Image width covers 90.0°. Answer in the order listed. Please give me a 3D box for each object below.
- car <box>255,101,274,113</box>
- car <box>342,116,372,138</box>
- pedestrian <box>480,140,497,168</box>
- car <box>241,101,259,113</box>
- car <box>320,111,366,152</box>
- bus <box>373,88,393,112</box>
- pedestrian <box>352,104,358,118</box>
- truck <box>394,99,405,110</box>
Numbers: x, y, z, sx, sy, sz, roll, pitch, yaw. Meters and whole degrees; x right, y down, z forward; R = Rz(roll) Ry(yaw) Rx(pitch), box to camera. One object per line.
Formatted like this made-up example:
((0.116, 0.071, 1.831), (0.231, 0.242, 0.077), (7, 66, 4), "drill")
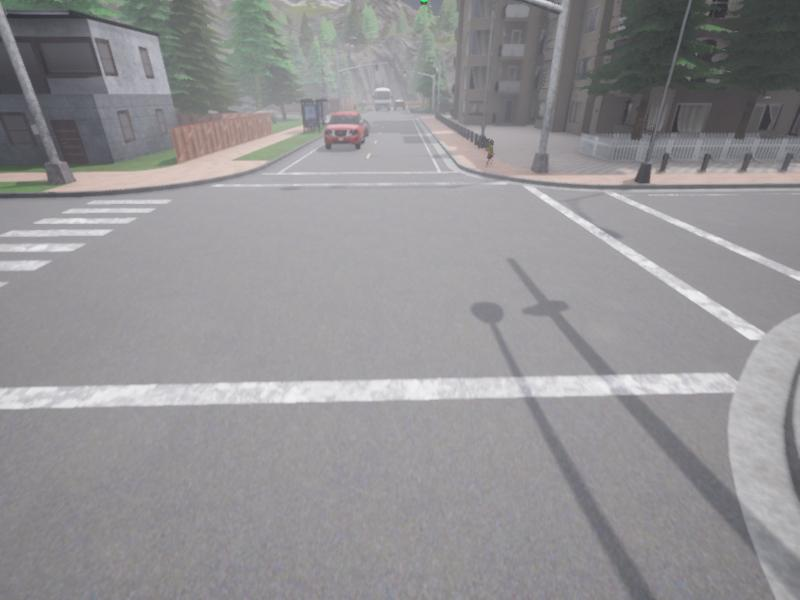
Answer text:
((-25.069, -35.773, 74.080), (1.932, 1.855, 4.605), (-1, 27, -1), "car")
((-3.520, -14.437, 33.279), (1.994, 1.385, 4.181), (0, 27, 0), "car")
((3.825, -6.316, 17.325), (0.500, 1.100, 0.500), (-3, 27, -5), "pedestrian")
((-27.574, -35.562, 73.684), (1.905, 1.878, 3.866), (-1, 27, -1), "car")
((-3.514, -11.088, 26.011), (2.150, 2.045, 5.566), (0, 27, 0), "car")
((-3.439, -42.360, 84.528), (3.944, 4.253, 10.273), (0, 27, 0), "bus")
((-6.453, -27.200, 57.570), (0.751, 1.860, 0.751), (-1, 27, -1), "pedestrian")
((-0.062, -43.431, 88.953), (2.390, 2.098, 6.274), (0, 27, 0), "truck")
